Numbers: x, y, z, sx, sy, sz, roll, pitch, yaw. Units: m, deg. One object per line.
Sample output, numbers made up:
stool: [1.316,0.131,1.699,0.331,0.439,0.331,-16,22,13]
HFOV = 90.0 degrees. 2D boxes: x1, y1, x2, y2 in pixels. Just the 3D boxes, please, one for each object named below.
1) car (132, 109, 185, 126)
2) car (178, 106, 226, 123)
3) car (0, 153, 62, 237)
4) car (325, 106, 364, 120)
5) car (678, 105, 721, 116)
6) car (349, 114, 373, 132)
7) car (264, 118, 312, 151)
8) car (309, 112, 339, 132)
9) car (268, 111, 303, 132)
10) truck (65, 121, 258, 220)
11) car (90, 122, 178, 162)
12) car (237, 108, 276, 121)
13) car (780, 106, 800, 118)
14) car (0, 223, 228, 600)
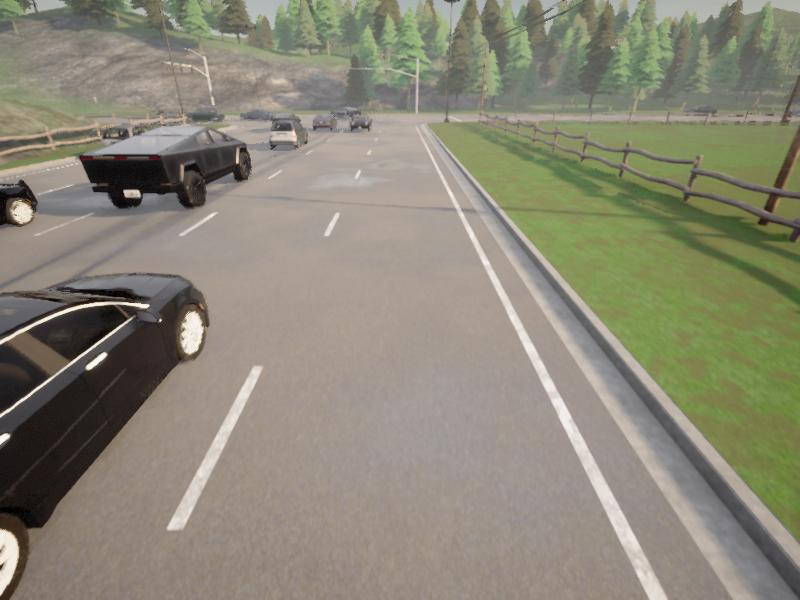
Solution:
car: [-26.698,-20.297,44.409,4.514,1.525,2.007,-7,28,-13]
car: [-23.721,-22.341,48.088,4.553,1.767,2.097,-4,28,-7]
car: [-10.518,-1.945,8.602,1.930,1.638,5.238,0,27,0]
car: [-7.438,-25.014,53.444,5.238,1.638,1.930,21,33,35]
car: [46.551,-29.480,62.253,4.892,1.490,1.837,0,27,1]
car: [-3.579,-16.610,37.483,1.895,1.301,4.718,0,27,0]
car: [-7.038,-10.628,25.516,1.851,1.617,3.988,0,27,0]
car: [-7.142,-16.979,38.096,2.033,1.411,5.357,-1,27,-1]
car: [-10.632,-16.719,37.434,1.882,1.535,5.008,-1,27,-1]
truck: [-7.047,-4.538,13.142,2.390,2.098,6.274,0,27,0]
car: [-14.032,-8.530,21.442,1.851,1.617,3.988,0,27,0]
car: [-18.283,-23.641,51.079,4.181,1.385,1.994,7,28,13]
car: [59.740,-27.794,59.034,4.902,1.511,2.128,0,27,1]
car: [-3.511,0.745,3.529,1.837,1.490,4.892,0,27,0]
